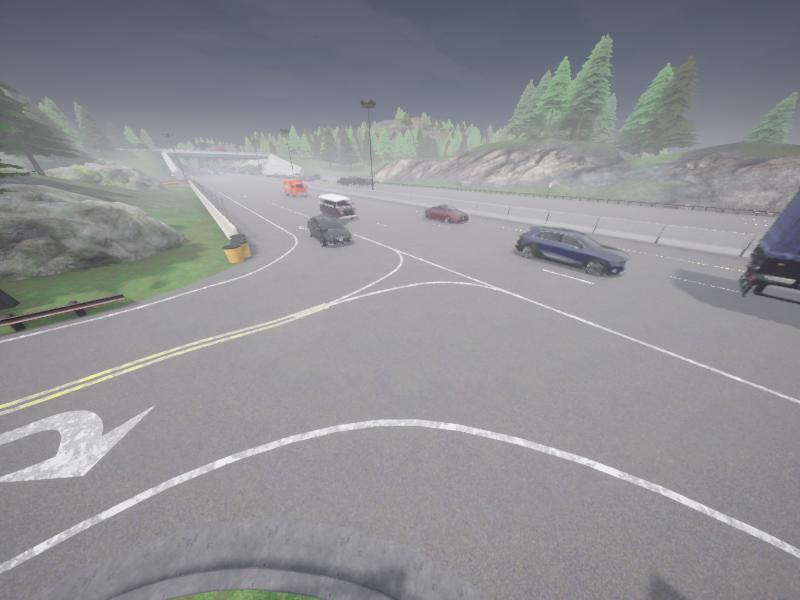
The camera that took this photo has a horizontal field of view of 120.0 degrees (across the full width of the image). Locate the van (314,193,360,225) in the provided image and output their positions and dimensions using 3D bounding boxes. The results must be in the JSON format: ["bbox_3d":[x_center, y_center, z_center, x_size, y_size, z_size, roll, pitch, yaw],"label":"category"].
[{"bbox_3d":[-5.884,-8.548,21.370,2.069,2.038,4.480,-23,37,-34],"label":"van"}]

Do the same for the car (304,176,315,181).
[{"bbox_3d":[-31.537,-42.460,80.618,1.851,1.617,3.988,-23,37,-34],"label":"car"}]

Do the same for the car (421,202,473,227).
[{"bbox_3d":[4.073,-7.787,20.723,1.994,1.385,4.181,-23,37,-34],"label":"car"}]

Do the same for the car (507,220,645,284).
[{"bbox_3d":[8.391,-2.647,11.562,2.033,1.649,4.856,-23,37,-34],"label":"car"}]

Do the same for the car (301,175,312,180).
[{"bbox_3d":[-36.448,-48.034,90.358,2.128,1.511,4.902,-23,37,-34],"label":"car"}]

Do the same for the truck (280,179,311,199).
[{"bbox_3d":[-16.767,-17.874,37.094,2.627,2.467,5.204,-23,37,-34],"label":"truck"}]

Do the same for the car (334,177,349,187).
[{"bbox_3d":[-14.751,-29.982,58.642,1.905,1.878,3.866,-23,37,-34],"label":"car"}]

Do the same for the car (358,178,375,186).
[{"bbox_3d":[-9.020,-31.850,62.258,2.128,1.511,4.902,-23,37,-34],"label":"car"}]

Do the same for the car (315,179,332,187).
[{"bbox_3d":[-19.478,-29.931,58.867,1.801,1.575,5.366,-23,37,-34],"label":"car"}]

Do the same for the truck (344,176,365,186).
[{"bbox_3d":[-12.013,-31.161,60.481,2.390,2.098,6.274,-23,37,-34],"label":"truck"}]

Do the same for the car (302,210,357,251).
[{"bbox_3d":[-4.803,-4.774,15.380,1.837,1.490,4.892,-17,34,-29],"label":"car"}]

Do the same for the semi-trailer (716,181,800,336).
[{"bbox_3d":[16.305,0.834,2.740,2.717,4.402,14.254,-23,37,-34],"label":"semi-trailer"}]
